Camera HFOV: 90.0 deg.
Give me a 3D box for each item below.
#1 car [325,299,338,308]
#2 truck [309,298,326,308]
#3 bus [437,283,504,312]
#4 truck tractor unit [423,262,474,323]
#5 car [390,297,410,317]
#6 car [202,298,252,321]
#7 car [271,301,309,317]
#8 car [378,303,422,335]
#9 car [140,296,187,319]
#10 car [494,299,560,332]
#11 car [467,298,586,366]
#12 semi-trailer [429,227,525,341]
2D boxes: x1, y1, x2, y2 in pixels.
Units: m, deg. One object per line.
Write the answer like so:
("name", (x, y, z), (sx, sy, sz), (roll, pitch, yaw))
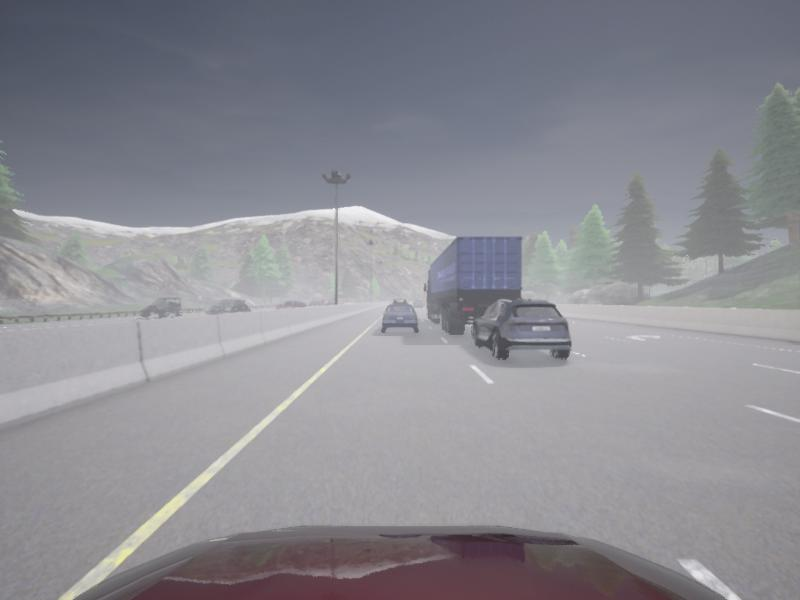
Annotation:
("car", (-14.006, 0.651, 81.996), (1.905, 1.878, 3.866), (0, 0, 0))
("truck", (-17.505, 0.547, 85.246), (2.390, 2.098, 6.274), (0, 0, 0))
("bus", (11.049, -0.517, 63.941), (3.944, 4.253, 10.273), (-2, 2, -41))
("truck tractor unit", (3.488, -0.524, 30.526), (3.053, 4.208, 6.516), (0, 0, 0))
("car", (0.000, 0.656, 39.898), (1.932, 1.855, 4.605), (0, 0, 0))
("car", (-14.002, 0.696, 32.732), (2.097, 1.767, 4.553), (0, 0, 0))
("car", (-11.207, 0.829, 41.146), (2.007, 1.525, 4.514), (0, 0, 9))
("car", (0.000, 0.896, 20.991), (2.033, 1.411, 5.357), (0, 0, 0))
("car", (-21.005, 0.649, 35.675), (1.905, 1.878, 3.866), (0, 0, 0))
("car", (6.998, 0.783, 22.753), (2.152, 1.651, 5.027), (0, 0, 0))
("car", (3.491, 0.779, 12.165), (2.033, 1.649, 4.856), (0, 0, 0))
("semi-trailer", (3.492, -0.618, 22.609), (2.717, 4.402, 14.254), (0, 0, 0))
